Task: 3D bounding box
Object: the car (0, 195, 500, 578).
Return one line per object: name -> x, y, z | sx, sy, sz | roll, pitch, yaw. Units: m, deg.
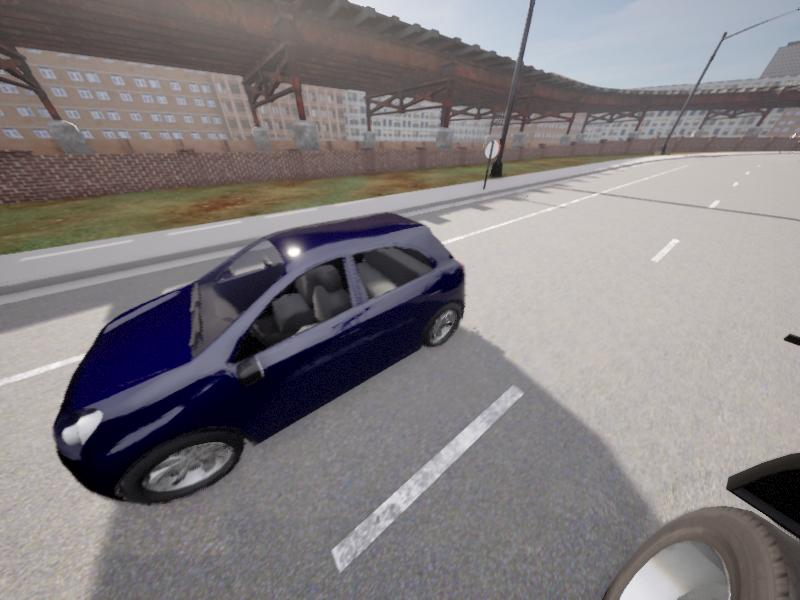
car -> -1.008, 0.068, 2.487 | 3.633, 1.501, 1.845 | -23, 41, -29
